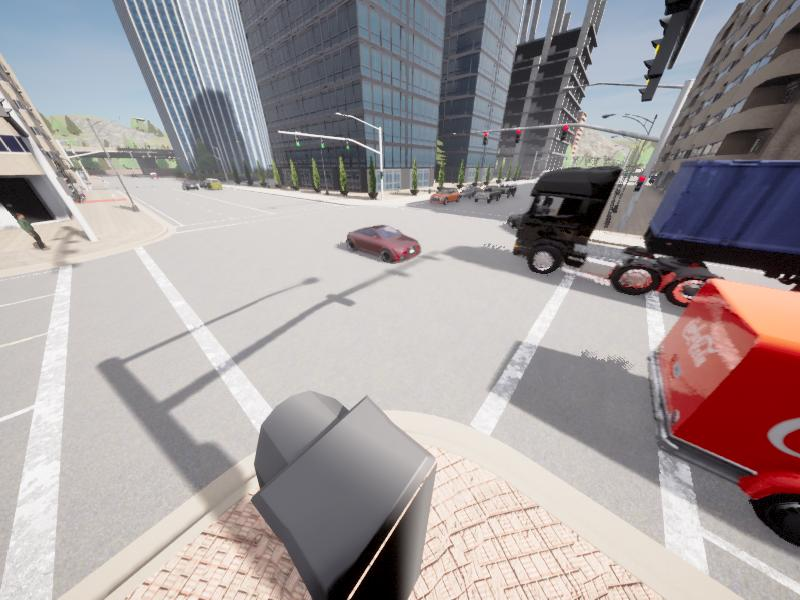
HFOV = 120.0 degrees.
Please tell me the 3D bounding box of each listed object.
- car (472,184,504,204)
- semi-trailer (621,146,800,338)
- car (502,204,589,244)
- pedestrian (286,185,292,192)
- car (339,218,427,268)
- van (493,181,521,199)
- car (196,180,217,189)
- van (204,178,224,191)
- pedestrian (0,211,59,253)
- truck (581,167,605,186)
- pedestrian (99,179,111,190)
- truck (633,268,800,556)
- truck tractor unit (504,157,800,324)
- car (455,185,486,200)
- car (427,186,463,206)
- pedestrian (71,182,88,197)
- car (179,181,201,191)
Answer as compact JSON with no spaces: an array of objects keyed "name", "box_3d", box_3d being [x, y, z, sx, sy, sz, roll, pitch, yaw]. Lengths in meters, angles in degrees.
[{"name":"car","box_3d":[11.313,-13.571,29.522,1.932,1.855,4.605,23,37,34]},{"name":"semi-trailer","box_3d":[14.284,-0.332,4.163,14.254,4.402,2.717,22,37,34]},{"name":"car","box_3d":[9.337,-5.234,15.489,2.163,1.488,4.792,-5,31,-9]},{"name":"pedestrian","box_3d":[-19.216,-19.276,39.939,0.500,1.100,0.500,22,37,33]},{"name":"car","box_3d":[-0.961,-3.119,11.992,4.181,1.385,1.994,23,37,34]},{"name":"van","box_3d":[15.712,-16.227,33.959,2.069,2.038,4.480,23,37,34]},{"name":"car","box_3d":[-41.206,-24.667,49.204,4.514,1.525,2.007,23,37,34]},{"name":"van","box_3d":[-36.670,-22.748,45.421,4.442,1.987,1.775,26,39,37]},{"name":"pedestrian","box_3d":[-18.489,-3.417,11.599,0.751,1.860,0.751,-26,39,-38]},{"name":"truck","box_3d":[47.332,-30.238,56.443,2.891,3.827,8.468,23,37,34]},{"name":"pedestrian","box_3d":[-54.864,-21.455,42.954,0.751,1.860,0.751,22,37,33]},{"name":"truck","box_3d":[6.488,1.843,2.346,5.204,2.467,2.627,23,37,34]},{"name":"truck tractor unit","box_3d":[8.197,-2.780,8.581,6.516,4.208,3.053,23,37,33]},{"name":"car","box_3d":[10.100,-15.401,33.058,2.128,1.511,4.902,23,37,34]},{"name":"car","box_3d":[5.584,-12.881,28.411,2.097,1.767,4.553,23,37,34]},{"name":"pedestrian","box_3d":[-46.818,-16.144,33.754,0.751,1.860,0.751,22,36,32]},{"name":"car","box_3d":[-41.182,-22.370,45.225,4.514,1.525,2.007,23,37,34]}]
